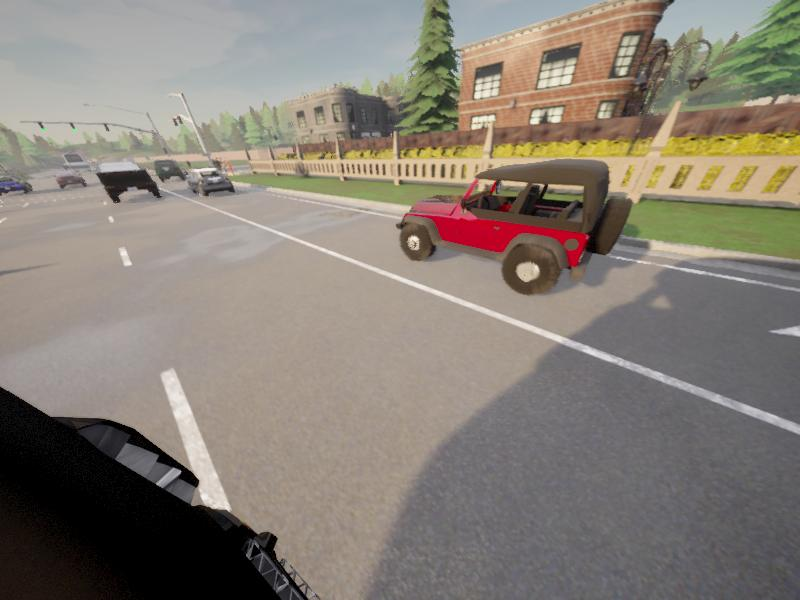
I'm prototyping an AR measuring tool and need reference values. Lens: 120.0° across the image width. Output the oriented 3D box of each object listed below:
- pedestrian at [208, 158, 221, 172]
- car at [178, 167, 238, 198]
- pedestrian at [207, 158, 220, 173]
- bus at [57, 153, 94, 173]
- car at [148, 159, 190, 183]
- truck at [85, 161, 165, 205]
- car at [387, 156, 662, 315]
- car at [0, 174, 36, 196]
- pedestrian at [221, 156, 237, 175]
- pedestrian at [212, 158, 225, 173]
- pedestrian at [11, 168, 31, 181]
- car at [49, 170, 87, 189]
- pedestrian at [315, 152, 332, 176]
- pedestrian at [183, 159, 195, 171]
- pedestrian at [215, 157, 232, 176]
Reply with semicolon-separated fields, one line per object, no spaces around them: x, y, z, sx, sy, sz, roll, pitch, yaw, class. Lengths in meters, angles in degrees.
-28.580;-20.796;35.617;0.751;1.860;0.751;27;44;37;pedestrian
-13.180;-8.154;15.858;3.806;1.475;1.970;24;42;34;car
-27.860;-20.133;34.566;0.751;1.860;0.751;27;44;37;pedestrian
-87.980;-37.304;62.845;10.273;4.253;3.944;24;42;34;bus
-26.506;-15.095;26.777;2.150;2.045;5.566;-21;37;-25;car
-18.507;-8.113;15.646;6.274;2.098;2.390;26;43;36;truck
1.868;-1.634;4.542;3.866;1.878;1.905;24;42;34;car
-36.490;-10.810;21.644;4.193;1.474;1.816;24;42;34;car
-20.255;-15.930;27.400;0.751;1.860;0.751;-6;34;-4;pedestrian
-26.957;-19.989;34.281;0.751;1.860;0.751;24;42;34;pedestrian
-61.519;-20.337;37.475;0.751;1.860;0.751;26;43;36;pedestrian
-36.611;-13.420;25.596;4.674;1.442;1.812;24;42;34;car
-7.105;-12.663;21.485;0.751;1.860;0.751;17;39;27;pedestrian
-39.566;-25.367;43.321;0.751;1.860;0.751;17;38;27;pedestrian
-20.543;-15.580;26.898;0.751;1.860;0.751;16;38;25;pedestrian
